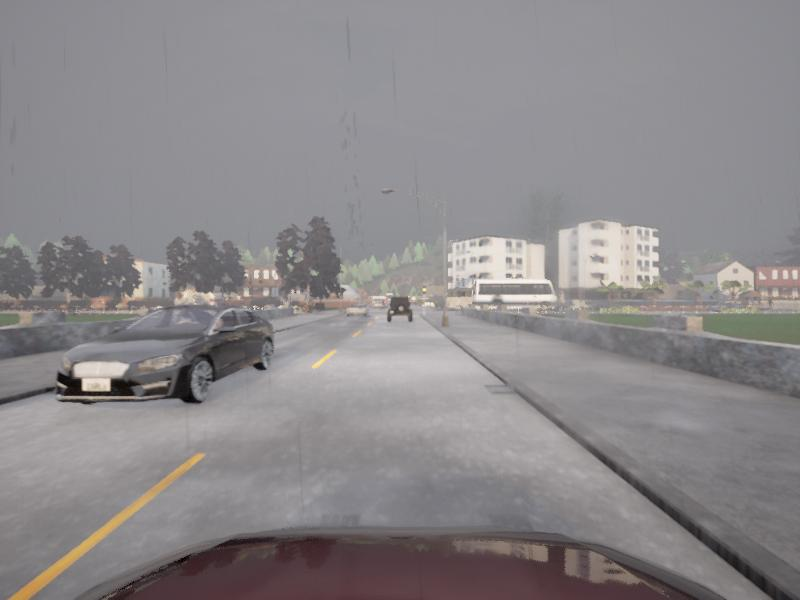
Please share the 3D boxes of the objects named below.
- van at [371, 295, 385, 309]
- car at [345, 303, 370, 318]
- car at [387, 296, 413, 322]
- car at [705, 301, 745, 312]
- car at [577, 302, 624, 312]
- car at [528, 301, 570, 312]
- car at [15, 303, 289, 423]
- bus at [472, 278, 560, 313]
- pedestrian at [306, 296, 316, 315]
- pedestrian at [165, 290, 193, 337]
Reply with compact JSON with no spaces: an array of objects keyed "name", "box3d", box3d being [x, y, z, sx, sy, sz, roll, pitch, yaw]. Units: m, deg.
[{"name":"van","box3d":[-4.019,0.406,74.953,2.351,2.431,6.366,0,0,0]},{"name":"car","box3d":[-4.009,0.961,38.248,1.895,1.301,4.718,0,0,0]},{"name":"car","box3d":[-0.004,0.660,30.341,1.905,1.878,3.866,0,0,0]},{"name":"car","box3d":[44.030,0.920,54.281,3.806,1.475,1.970,0,0,0]},{"name":"car","box3d":[27.149,0.919,54.286,5.357,1.411,2.033,0,0,0]},{"name":"car","box3d":[20.140,0.869,54.169,4.892,1.490,1.837,0,0,1]},{"name":"car","box3d":[-3.906,0.840,7.646,2.128,1.511,4.902,0,0,1]},{"name":"bus","box3d":[14.548,-0.510,51.047,10.273,4.253,3.944,0,0,5]},{"name":"pedestrian","box3d":[-8.890,0.551,39.940,0.751,1.860,0.751,0,0,19]},{"name":"pedestrian","box3d":[-9.037,0.541,16.410,0.751,1.860,0.751,0,0,-2]}]
